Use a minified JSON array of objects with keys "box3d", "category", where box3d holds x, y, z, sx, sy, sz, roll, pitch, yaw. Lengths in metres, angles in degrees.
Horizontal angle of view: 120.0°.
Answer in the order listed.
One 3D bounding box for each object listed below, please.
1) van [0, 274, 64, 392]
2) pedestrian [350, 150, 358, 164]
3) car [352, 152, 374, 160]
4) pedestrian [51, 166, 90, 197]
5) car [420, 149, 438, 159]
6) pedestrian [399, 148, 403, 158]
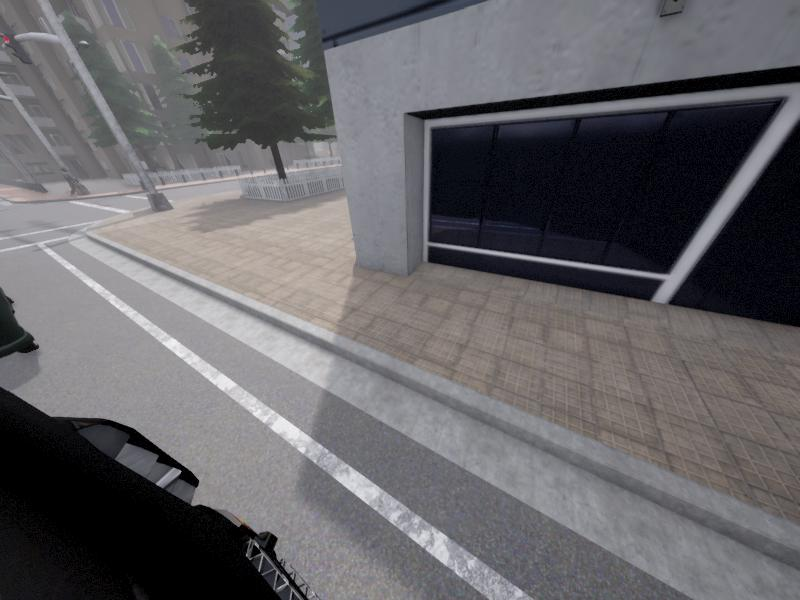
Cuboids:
[{"box3d":[-6.845,-0.101,2.836,4.442,1.987,1.775,16,38,26],"category":"van"},{"box3d":[-7.732,-23.891,38.552,0.751,1.860,0.751,18,39,29],"category":"pedestrian"},{"box3d":[-8.387,-32.892,52.752,4.514,1.525,2.007,15,38,25],"category":"car"},{"box3d":[-23.241,-8.357,16.349,0.751,1.860,0.751,26,43,36],"category":"pedestrian"},{"box3d":[5.923,-29.962,47.274,1.837,1.490,4.892,15,37,24],"category":"car"},{"box3d":[0.232,-33.462,52.617,0.751,1.860,0.751,20,40,30],"category":"pedestrian"}]
